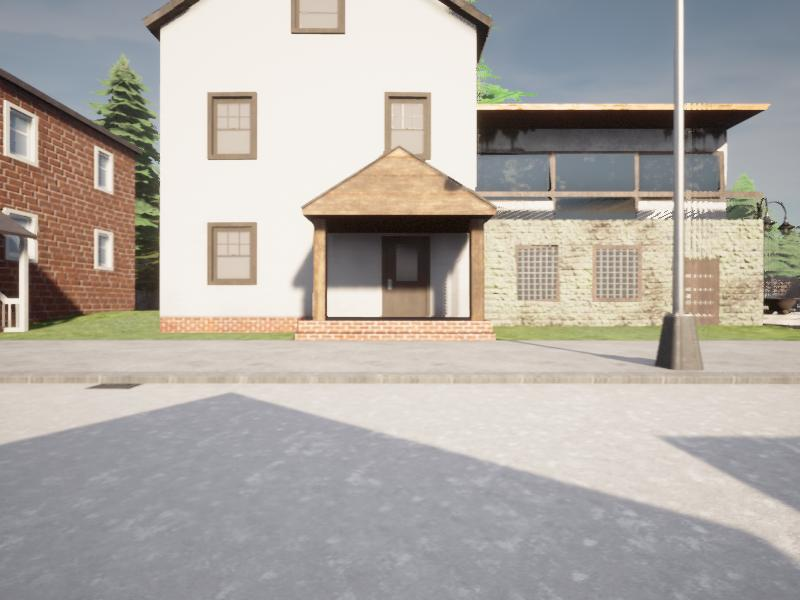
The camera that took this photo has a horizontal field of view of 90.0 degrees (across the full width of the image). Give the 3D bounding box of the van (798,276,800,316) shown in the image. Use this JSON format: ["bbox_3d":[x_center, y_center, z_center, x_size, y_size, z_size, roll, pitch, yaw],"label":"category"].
[{"bbox_3d":[26.472,-0.255,22.675,1.988,2.561,5.915,0,0,1],"label":"van"}]

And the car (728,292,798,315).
[{"bbox_3d":[26.374,0.237,29.236,1.789,1.549,3.705,0,0,0],"label":"car"}]
